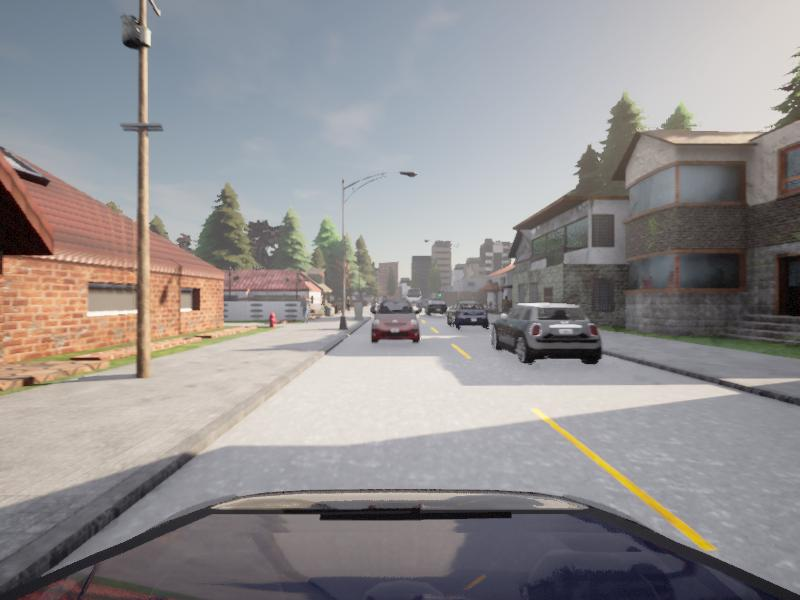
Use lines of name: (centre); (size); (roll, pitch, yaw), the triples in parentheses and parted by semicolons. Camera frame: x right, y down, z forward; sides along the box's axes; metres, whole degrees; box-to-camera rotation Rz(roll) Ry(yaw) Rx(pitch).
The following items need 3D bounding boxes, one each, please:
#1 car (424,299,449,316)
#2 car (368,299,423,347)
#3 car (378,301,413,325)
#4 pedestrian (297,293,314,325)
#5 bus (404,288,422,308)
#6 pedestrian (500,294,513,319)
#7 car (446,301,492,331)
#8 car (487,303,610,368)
car: (3.573, 0.726, 40.135); (1.930, 1.638, 5.238); (0, 0, -1)
car: (-0.165, 0.770, 15.397); (1.851, 1.617, 3.988); (0, 0, 0)
car: (-0.287, 0.820, 27.367); (2.163, 1.488, 4.792); (0, 0, 0)
pedestrian: (-5.576, 0.506, 23.595); (0.751, 1.860, 0.751); (0, 0, 8)
bus: (2.899, -0.422, 92.905); (3.944, 4.253, 10.273); (0, 0, -1)
pedestrian: (8.263, 0.498, 31.036); (0.751, 1.860, 0.751); (0, 0, -1)
car: (3.749, 0.829, 22.569); (1.816, 1.474, 4.193); (0, 0, -1)
car: (3.865, 0.840, 11.182); (1.970, 1.475, 3.806); (0, 0, -1)
